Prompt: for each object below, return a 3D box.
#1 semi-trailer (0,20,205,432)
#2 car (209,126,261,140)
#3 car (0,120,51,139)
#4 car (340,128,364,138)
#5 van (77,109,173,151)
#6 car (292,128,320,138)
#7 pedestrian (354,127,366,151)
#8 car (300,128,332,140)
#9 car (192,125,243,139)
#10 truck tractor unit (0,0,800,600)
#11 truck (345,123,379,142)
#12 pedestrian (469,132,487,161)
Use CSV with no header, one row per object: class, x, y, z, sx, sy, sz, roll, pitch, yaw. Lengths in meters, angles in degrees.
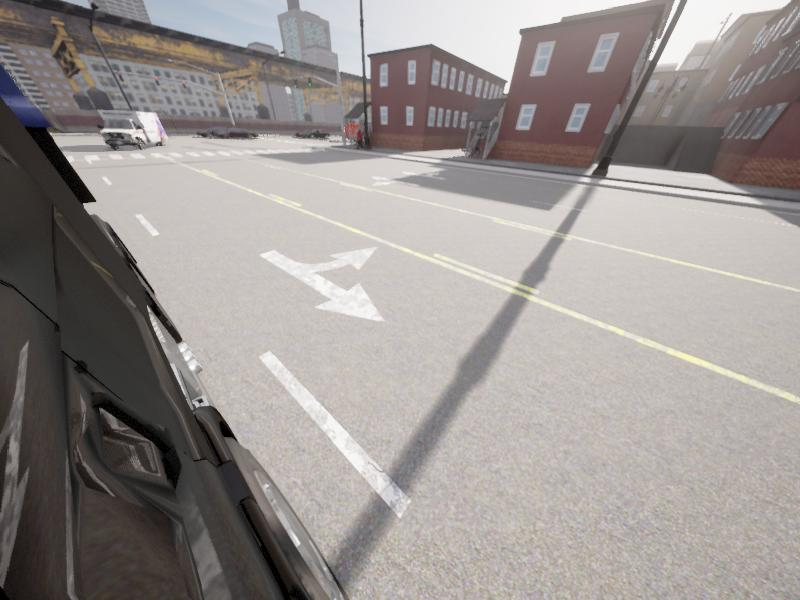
semi-trailer,-8.901,-3.452,4.028,14.254,4.402,2.717,26,43,28
car,-23.002,-23.408,32.454,2.033,1.411,5.357,28,44,30
car,-38.147,-16.280,21.991,2.033,1.411,5.357,28,44,30
car,-10.160,-35.585,49.312,2.242,1.667,4.611,28,44,30
van,-21.897,-13.947,18.976,2.351,2.431,6.366,-13,39,-19
car,-17.169,-30.662,42.548,1.994,1.385,4.181,28,43,30
pedestrian,-3.897,-15.640,22.506,0.751,1.860,0.751,27,43,29
car,-14.623,-29.193,40.624,1.837,1.490,4.892,28,44,30
car,-26.317,-24.396,33.578,2.033,1.411,5.357,28,44,30
truck tractor unit,-2.645,-0.295,0.351,6.516,4.208,3.053,28,44,30
truck,-6.382,-28.703,39.649,2.627,2.467,5.204,28,44,30
pedestrian,6.156,-12.171,18.304,0.751,1.860,0.751,26,43,28
